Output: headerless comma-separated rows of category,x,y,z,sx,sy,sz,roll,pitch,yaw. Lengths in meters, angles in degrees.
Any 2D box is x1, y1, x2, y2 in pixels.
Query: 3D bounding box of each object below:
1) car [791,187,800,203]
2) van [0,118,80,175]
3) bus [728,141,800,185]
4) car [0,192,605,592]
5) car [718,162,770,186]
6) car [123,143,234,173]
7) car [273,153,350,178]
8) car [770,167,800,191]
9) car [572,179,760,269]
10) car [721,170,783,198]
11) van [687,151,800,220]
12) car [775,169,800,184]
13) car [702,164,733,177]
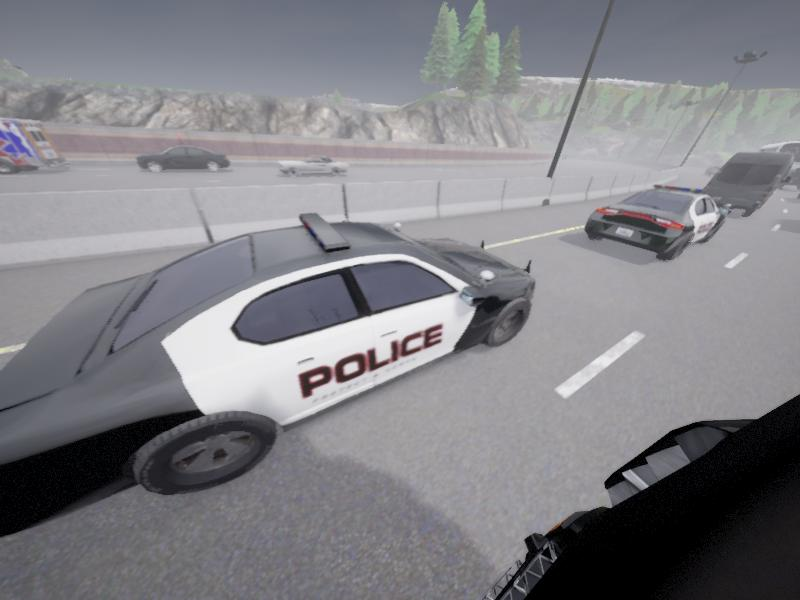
car,29.600,-7.527,15.870,4.902,1.511,2.128,-21,41,-31
van,-22.154,-7.760,11.580,6.366,2.431,2.351,-16,38,-26
bus,49.067,-18.032,30.408,3.944,4.253,10.273,29,41,33
car,-0.379,-0.126,2.671,4.974,1.542,2.038,-16,38,-26
car,39.109,-14.532,26.473,5.566,2.045,2.150,-26,44,-36
car,-14.506,-9.609,15.680,5.008,1.535,1.882,-16,38,-26
car,-6.190,-9.621,16.526,4.718,1.301,1.895,-16,38,-25
car,39.602,-12.064,22.990,3.866,1.878,1.905,-26,43,-35
car,7.787,-2.492,6.784,4.974,1.542,2.038,-16,38,-26
car,27.491,-9.168,18.132,4.514,1.525,2.007,-21,41,-31
van,17.761,-6.010,11.830,5.915,2.561,1.988,-18,39,-28
car,53.523,-16.569,31.018,2.007,1.525,4.514,28,41,32
car,50.593,-20.767,36.951,1.851,1.617,3.988,27,41,32
